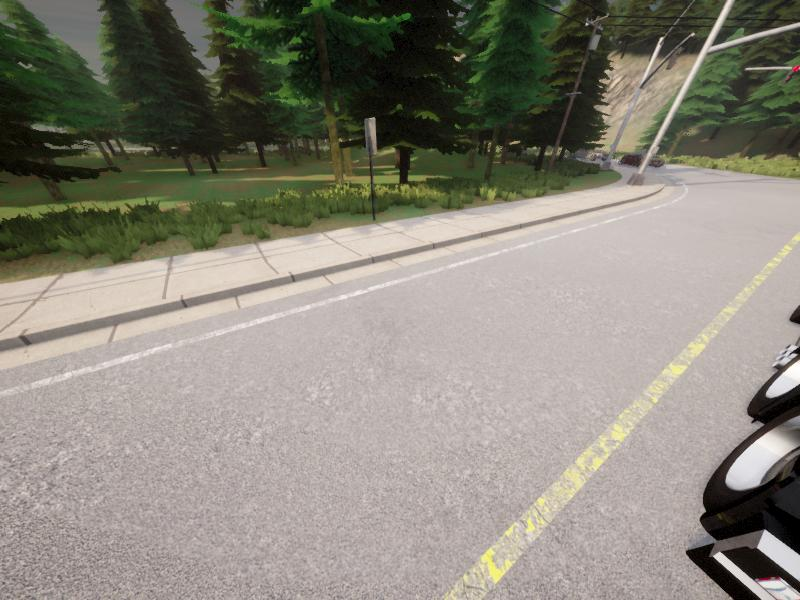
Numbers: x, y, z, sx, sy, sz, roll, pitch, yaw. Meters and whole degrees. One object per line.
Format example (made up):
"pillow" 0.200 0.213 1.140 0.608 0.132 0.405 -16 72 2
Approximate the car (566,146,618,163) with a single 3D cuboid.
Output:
"car" 25.180 -19.366 30.565 2.152 1.651 5.027 -5 35 -8

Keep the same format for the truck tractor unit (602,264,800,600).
"truck tractor unit" 5.110 -0.302 0.781 6.516 4.208 3.053 -18 39 -24

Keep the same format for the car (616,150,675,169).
"car" 24.864 -14.424 23.691 1.994 1.385 4.181 5 35 7
